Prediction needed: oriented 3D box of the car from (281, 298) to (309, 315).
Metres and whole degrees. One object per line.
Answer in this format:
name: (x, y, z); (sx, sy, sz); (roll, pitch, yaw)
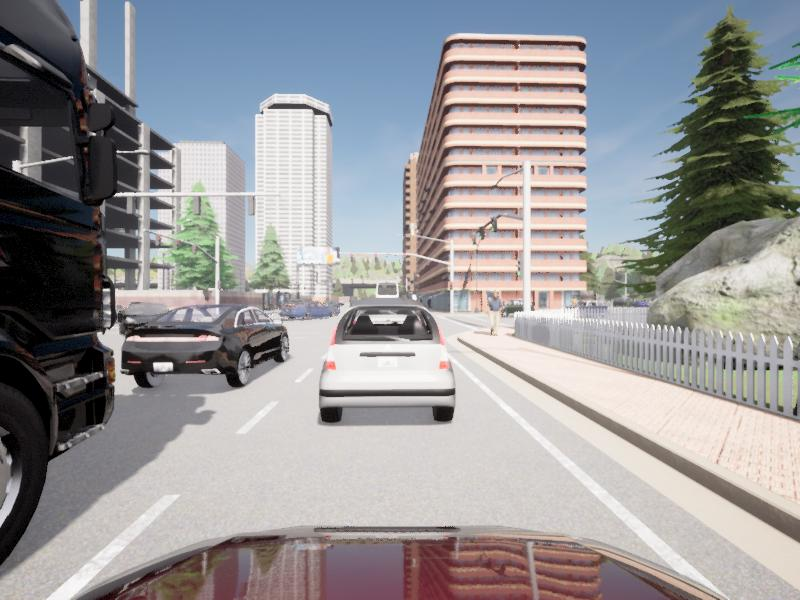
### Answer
car: (-11.956, 0.694, 45.747); (2.097, 1.767, 4.553); (0, 0, -2)

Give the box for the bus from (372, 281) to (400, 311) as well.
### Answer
bus: (-2.067, -0.533, 61.354); (3.944, 4.253, 10.273); (0, 0, -2)

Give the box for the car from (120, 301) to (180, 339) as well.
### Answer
car: (-11.912, 0.839, 18.909); (2.163, 1.488, 4.792); (0, 0, -35)

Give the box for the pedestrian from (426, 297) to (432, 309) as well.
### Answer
pedestrian: (4.424, 0.484, 60.837); (0.751, 1.860, 0.751); (0, 0, -1)

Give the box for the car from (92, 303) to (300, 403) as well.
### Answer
car: (-3.774, 0.836, 8.674); (2.128, 1.511, 4.902); (0, 0, -2)

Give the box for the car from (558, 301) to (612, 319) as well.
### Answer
car: (15.441, 0.797, 33.417); (3.806, 1.475, 1.970); (0, 0, -22)

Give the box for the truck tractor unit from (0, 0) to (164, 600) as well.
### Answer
truck tractor unit: (-3.405, -0.516, 0.104); (3.053, 4.208, 6.516); (0, 0, -3)

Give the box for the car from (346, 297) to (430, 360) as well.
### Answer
car: (-0.383, 0.756, 12.936); (2.242, 1.667, 4.611); (0, 0, -2)

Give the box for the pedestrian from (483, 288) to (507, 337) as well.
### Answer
pedestrian: (3.727, 0.485, 15.686); (0.751, 1.860, 0.751); (0, 0, 0)

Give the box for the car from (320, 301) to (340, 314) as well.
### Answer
car: (-8.566, 0.844, 49.348); (1.837, 1.490, 4.892); (0, 0, -2)

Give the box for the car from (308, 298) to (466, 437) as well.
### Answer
car: (-0.207, 0.788, 6.686); (1.851, 1.617, 3.988); (0, 0, -2)

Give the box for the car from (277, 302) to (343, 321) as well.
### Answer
car: (-7.263, 0.882, 32.790); (2.033, 1.411, 5.357); (0, 0, 34)

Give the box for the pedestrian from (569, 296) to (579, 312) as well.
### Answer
pedestrian: (19.850, 0.429, 45.622); (0.751, 1.860, 0.751); (0, 0, -23)

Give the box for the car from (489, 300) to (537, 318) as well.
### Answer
car: (10.037, 0.759, 35.522); (3.705, 1.549, 1.789); (0, 0, -14)

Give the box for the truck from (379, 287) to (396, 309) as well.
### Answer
truck: (-2.345, -0.325, 74.066); (2.891, 3.827, 8.468); (0, 0, -2)
